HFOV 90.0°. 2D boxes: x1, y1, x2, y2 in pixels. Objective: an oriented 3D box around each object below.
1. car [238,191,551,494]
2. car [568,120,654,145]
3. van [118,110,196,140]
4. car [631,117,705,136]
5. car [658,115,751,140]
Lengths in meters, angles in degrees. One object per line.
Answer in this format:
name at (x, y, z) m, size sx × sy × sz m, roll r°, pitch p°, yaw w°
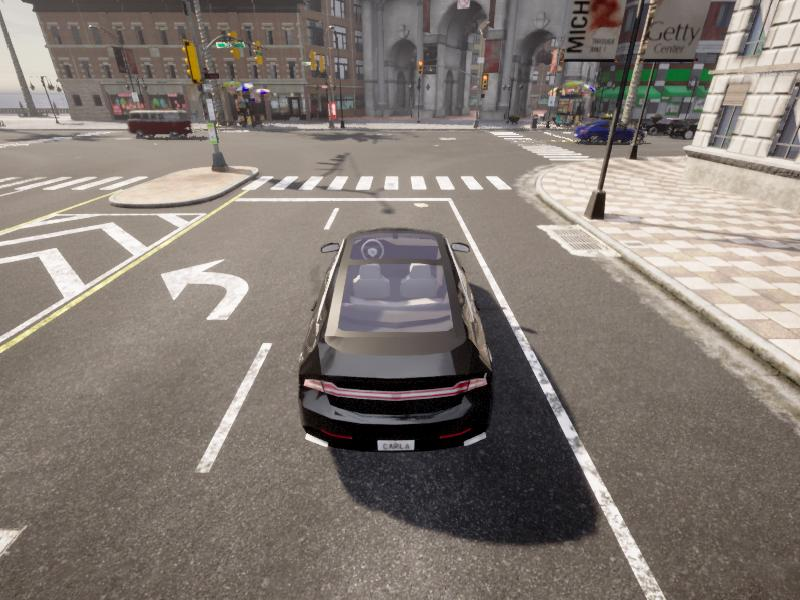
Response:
car at (-0.057, -0.144, 5.248) m, size 2.128 × 1.511 × 4.902 m, roll 0°, pitch 27°, yaw -1°
car at (14.370, -11.506, 27.451) m, size 4.674 × 1.442 × 1.812 m, roll 0°, pitch 27°, yaw 0°
van at (-18.345, -13.316, 30.387) m, size 4.442 × 1.987 × 1.775 m, roll 0°, pitch 27°, yaw 0°
car at (22.494, -14.634, 33.706) m, size 4.718 × 1.301 × 1.895 m, roll 0°, pitch 27°, yaw 1°
car at (23.100, -13.187, 30.510) m, size 5.238 × 1.638 × 1.930 m, roll 0°, pitch 27°, yaw 0°
